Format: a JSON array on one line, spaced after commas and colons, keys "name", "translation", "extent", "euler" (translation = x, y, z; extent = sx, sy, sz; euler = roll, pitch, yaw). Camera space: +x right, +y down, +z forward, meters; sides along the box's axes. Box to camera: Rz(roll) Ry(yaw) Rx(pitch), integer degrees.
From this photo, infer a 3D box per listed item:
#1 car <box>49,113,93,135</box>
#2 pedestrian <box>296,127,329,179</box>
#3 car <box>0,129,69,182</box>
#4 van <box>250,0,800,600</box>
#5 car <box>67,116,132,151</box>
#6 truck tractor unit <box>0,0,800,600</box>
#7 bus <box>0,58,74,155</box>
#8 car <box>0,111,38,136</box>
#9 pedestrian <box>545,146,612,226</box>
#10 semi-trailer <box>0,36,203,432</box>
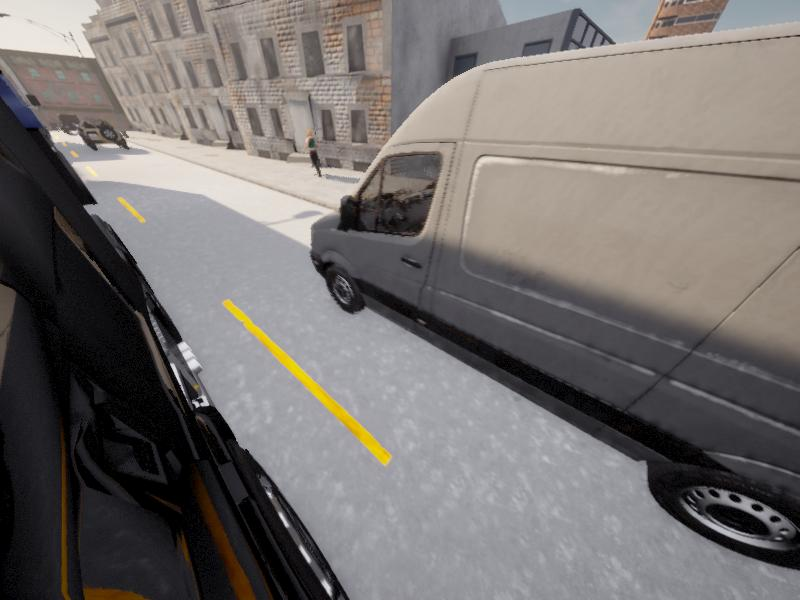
[{"name": "car", "translation": [-37.780, -20.222, 26.544], "extent": [3.866, 1.878, 1.905], "euler": [26, 42, 27]}, {"name": "pedestrian", "translation": [-3.889, -6.571, 10.375], "extent": [0.751, 1.860, 0.751], "euler": [23, 42, 25]}, {"name": "car", "translation": [-16.356, -6.214, 9.709], "extent": [5.357, 1.411, 2.033], "euler": [26, 43, 28]}, {"name": "van", "translation": [1.358, -0.519, 2.314], "extent": [5.915, 2.561, 1.988], "euler": [27, 43, 29]}, {"name": "car", "translation": [-22.186, -12.328, 17.055], "extent": [4.605, 1.855, 1.932], "euler": [28, 43, 29]}, {"name": "truck tractor unit", "translation": [-2.645, -0.295, 0.351], "extent": [6.516, 4.208, 3.053], "euler": [28, 44, 30]}, {"name": "bus", "translation": [-26.260, -12.450, 14.982], "extent": [10.273, 4.253, 3.944], "euler": [28, 44, 29]}, {"name": "car", "translation": [-38.480, -17.534, 22.924], "extent": [3.866, 1.878, 1.905], "euler": [25, 42, 28]}, {"name": "pedestrian", "translation": [4.985, -3.199, 6.534], "extent": [0.751, 1.860, 0.751], "euler": [26, 43, 28]}, {"name": "semi-trailer", "translation": [-8.759, -3.569, 4.158], "extent": [14.254, 4.402, 2.717], "euler": [28, 43, 29]}]
